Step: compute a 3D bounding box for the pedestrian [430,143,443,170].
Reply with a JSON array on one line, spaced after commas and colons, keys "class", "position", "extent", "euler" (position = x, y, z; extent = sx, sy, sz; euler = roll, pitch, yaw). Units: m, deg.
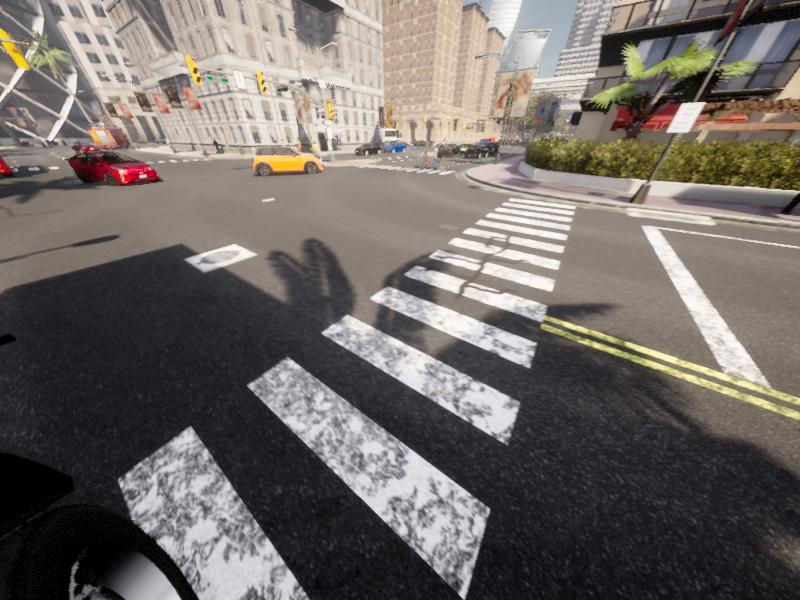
[{"class": "pedestrian", "position": [2.975, -11.706, 18.877], "extent": [0.751, 1.860, 0.751], "euler": [9, 36, 12]}]

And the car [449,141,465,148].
[{"class": "car", "position": [15.348, -41.931, 62.172], "extent": [3.633, 1.501, 1.845], "euler": [21, 40, 27]}]

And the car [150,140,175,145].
[{"class": "car", "position": [-68.668, -45.549, 66.783], "extent": [1.895, 1.301, 4.718], "euler": [8, 36, 11]}]

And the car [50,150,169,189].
[{"class": "car", "position": [-15.920, -7.291, 12.786], "extent": [4.514, 1.525, 2.007], "euler": [11, 37, 15]}]

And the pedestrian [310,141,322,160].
[{"class": "pedestrian", "position": [-9.798, -17.459, 26.926], "extent": [0.751, 1.860, 0.751], "euler": [27, 43, 33]}]

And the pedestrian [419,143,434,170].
[{"class": "pedestrian", "position": [2.143, -11.733, 18.908], "extent": [0.751, 1.860, 0.751], "euler": [-27, 44, -33]}]

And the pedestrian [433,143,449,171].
[{"class": "pedestrian", "position": [3.288, -11.465, 18.538], "extent": [0.751, 1.860, 0.751], "euler": [-27, 44, -33]}]

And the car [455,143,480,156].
[{"class": "car", "position": [10.547, -23.430, 35.901], "extent": [2.007, 1.525, 4.514], "euler": [22, 40, 27]}]

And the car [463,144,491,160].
[{"class": "car", "position": [10.211, -19.568, 30.449], "extent": [1.837, 1.490, 4.892], "euler": [22, 40, 27]}]

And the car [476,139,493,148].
[{"class": "car", "position": [22.498, -41.741, 61.525], "extent": [2.150, 2.045, 5.566], "euler": [22, 40, 27]}]

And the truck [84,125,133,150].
[{"class": "truck", "position": [-58.348, -32.827, 46.637], "extent": [2.891, 3.827, 8.468], "euler": [-19, 39, -24]}]

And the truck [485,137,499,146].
[{"class": "truck", "position": [30.131, -51.847, 75.545], "extent": [2.627, 2.467, 5.204], "euler": [22, 40, 27]}]

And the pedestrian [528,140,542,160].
[{"class": "pedestrian", "position": [15.359, -17.029, 26.269], "extent": [0.751, 1.860, 0.751], "euler": [24, 42, 30]}]

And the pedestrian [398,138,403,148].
[{"class": "pedestrian", "position": [0.081, -36.801, 54.176], "extent": [0.751, 1.860, 0.751], "euler": [16, 38, 21]}]

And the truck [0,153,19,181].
[{"class": "truck", "position": [-27.751, -9.723, 14.139], "extent": [8.468, 3.827, 2.891], "euler": [22, 41, 28]}]

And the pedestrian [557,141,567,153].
[{"class": "pedestrian", "position": [28.993, -27.415, 41.383], "extent": [0.751, 1.860, 0.751], "euler": [23, 41, 28]}]

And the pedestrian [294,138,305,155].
[{"class": "pedestrian", "position": [-13.913, -21.273, 32.035], "extent": [0.751, 1.860, 0.751], "euler": [11, 37, 15]}]

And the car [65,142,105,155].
[{"class": "car", "position": [-45.653, -21.987, 33.506], "extent": [4.181, 1.385, 1.994], "euler": [15, 38, 20]}]

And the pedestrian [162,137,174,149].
[{"class": "pedestrian", "position": [-44.342, -30.023, 44.181], "extent": [0.751, 1.860, 0.751], "euler": [23, 41, 29]}]

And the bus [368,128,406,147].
[{"class": "bus", "position": [-3.728, -45.794, 65.132], "extent": [10.273, 4.253, 3.944], "euler": [21, 40, 27]}]

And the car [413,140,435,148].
[{"class": "car", "position": [6.158, -40.732, 60.298], "extent": [5.238, 1.638, 1.930], "euler": [22, 40, 27]}]

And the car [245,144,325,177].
[{"class": "car", "position": [-7.973, -9.946, 16.386], "extent": [4.553, 1.767, 2.097], "euler": [-14, 38, -19]}]

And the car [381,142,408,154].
[{"class": "car", "position": [-0.816, -25.645, 38.934], "extent": [1.882, 1.535, 5.008], "euler": [22, 40, 27]}]

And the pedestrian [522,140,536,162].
[{"class": "pedestrian", "position": [13.393, -15.424, 23.976], "extent": [0.751, 1.860, 0.751], "euler": [19, 39, 24]}]

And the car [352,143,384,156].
[{"class": "car", "position": [-4.658, -22.424, 34.370], "extent": [1.837, 1.490, 4.892], "euler": [22, 41, 27]}]

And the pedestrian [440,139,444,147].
[{"class": "pedestrian", "position": [12.327, -46.530, 68.333], "extent": [0.751, 1.860, 0.751], "euler": [23, 41, 29]}]

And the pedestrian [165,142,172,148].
[{"class": "pedestrian", "position": [-47.272, -31.724, 47.227], "extent": [0.500, 1.100, 0.500], "euler": [-18, 39, -24]}]

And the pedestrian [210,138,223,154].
[{"class": "pedestrian", "position": [-26.440, -22.229, 33.282], "extent": [0.751, 1.860, 0.751], "euler": [24, 41, 29]}]

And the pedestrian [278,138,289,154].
[{"class": "pedestrian", "position": [-17.087, -22.619, 33.916], "extent": [0.751, 1.860, 0.751], "euler": [22, 40, 27]}]

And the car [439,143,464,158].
[{"class": "car", "position": [7.050, -20.517, 31.716], "extent": [1.789, 1.549, 3.705], "euler": [22, 41, 27]}]

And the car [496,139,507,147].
[{"class": "car", "position": [31.907, -49.523, 72.789], "extent": [1.905, 1.878, 3.866], "euler": [22, 40, 27]}]

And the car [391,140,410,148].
[{"class": "car", "position": [0.195, -40.604, 60.166], "extent": [4.514, 1.525, 2.007], "euler": [21, 40, 27]}]

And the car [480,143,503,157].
[{"class": "car", "position": [13.818, -22.621, 34.711], "extent": [1.851, 1.617, 3.988], "euler": [22, 40, 27]}]
